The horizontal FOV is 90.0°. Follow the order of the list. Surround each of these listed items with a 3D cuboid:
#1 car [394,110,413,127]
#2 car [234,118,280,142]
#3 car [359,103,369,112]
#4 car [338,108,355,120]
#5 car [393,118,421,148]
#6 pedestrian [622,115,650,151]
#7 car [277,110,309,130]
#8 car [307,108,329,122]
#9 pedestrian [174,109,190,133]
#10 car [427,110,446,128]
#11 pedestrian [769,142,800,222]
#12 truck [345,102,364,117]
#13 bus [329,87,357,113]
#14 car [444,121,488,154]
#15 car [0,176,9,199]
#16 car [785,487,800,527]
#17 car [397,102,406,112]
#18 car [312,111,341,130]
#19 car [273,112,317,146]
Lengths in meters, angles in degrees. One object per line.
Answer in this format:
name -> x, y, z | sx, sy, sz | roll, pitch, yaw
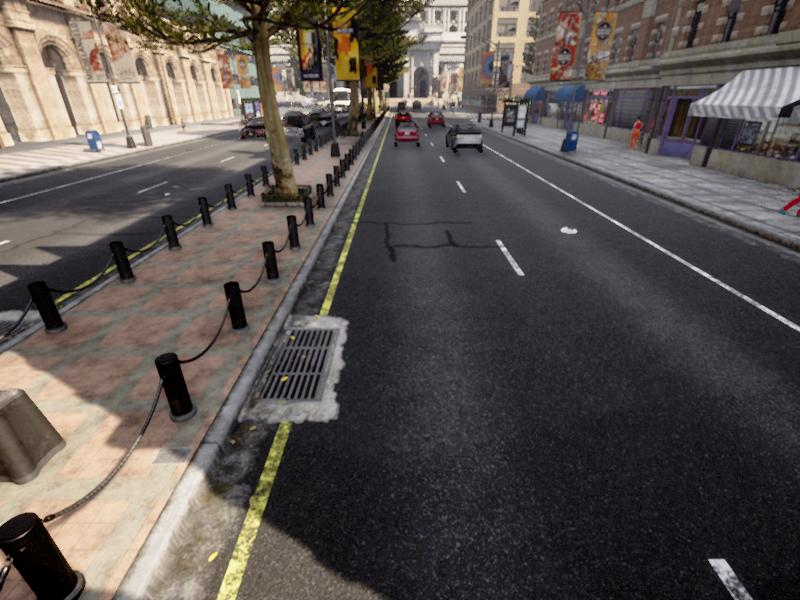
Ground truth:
car -> 0.380, -20.847, 45.801 | 2.007, 1.525, 4.514 | 0, 27, 0
car -> -11.037, -13.310, 31.241 | 1.994, 1.385, 4.181 | 0, 27, 0
car -> -7.712, -41.370, 85.925 | 1.801, 1.575, 5.366 | 0, 27, 0
car -> -7.557, -26.207, 56.303 | 1.845, 1.501, 3.633 | 0, 27, 0
car -> 0.464, -11.630, 27.737 | 1.789, 1.549, 3.705 | 0, 28, 0
pedestrian -> 13.605, -9.629, 23.064 | 0.751, 1.860, 0.751 | 2, 27, 4
car -> -11.061, -18.792, 41.687 | 2.033, 1.649, 4.856 | 0, 27, 0
car -> -11.076, -25.205, 54.384 | 1.837, 1.490, 4.892 | 0, 27, 0
pedestrian -> -18.598, -15.261, 34.145 | 0.751, 1.860, 0.751 | -10, 29, -19
car -> 3.912, -19.767, 43.658 | 1.789, 1.549, 3.705 | 0, 28, 1
pedestrian -> 10.372, -2.987, 10.070 | 0.751, 1.860, 0.751 | -1, 27, -3
truck -> -7.640, -32.305, 67.611 | 2.390, 2.098, 6.274 | 0, 27, 0
bus -> -11.024, -39.212, 78.805 | 3.944, 4.253, 10.273 | 0, 25, 0
car -> 3.970, -10.134, 24.825 | 2.007, 1.525, 4.514 | 0, 27, 0
car -> -14.208, -3.023, 11.180 | 1.895, 1.301, 4.718 | 0, 27, 0
car -> 4.073, 2.023, 1.085 | 1.816, 1.474, 4.193 | 0, 27, 0
car -> 0.299, -39.906, 82.704 | 1.905, 1.878, 3.866 | 0, 27, 0
car -> -7.562, -18.676, 41.580 | 2.128, 1.511, 4.902 | 0, 27, 0
car -> -7.537, -12.515, 29.104 | 1.932, 1.855, 4.605 | 0, 29, 0
